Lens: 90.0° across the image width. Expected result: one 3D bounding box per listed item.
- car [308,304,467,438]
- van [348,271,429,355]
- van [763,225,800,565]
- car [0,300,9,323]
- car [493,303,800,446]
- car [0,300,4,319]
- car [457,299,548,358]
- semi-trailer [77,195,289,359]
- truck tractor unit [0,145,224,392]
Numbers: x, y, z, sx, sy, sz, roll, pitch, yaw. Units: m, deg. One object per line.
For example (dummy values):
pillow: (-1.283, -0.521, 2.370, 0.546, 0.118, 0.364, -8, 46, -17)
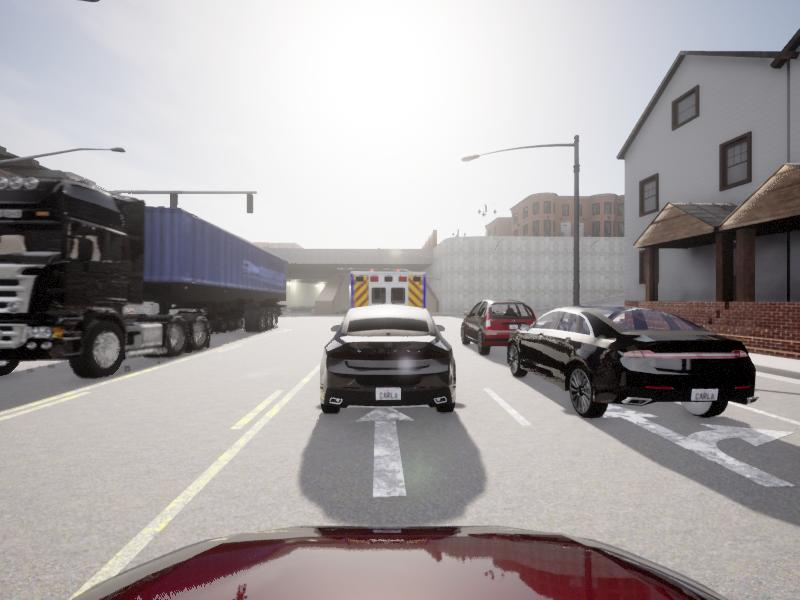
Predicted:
car: (-0.209, 0.844, 7.073, 1.837, 1.490, 4.892, 0, 0, -2)
van: (-0.436, 0.378, 14.773, 2.351, 2.431, 6.366, 0, 0, -2)
van: (3.492, 0.572, 0.423, 2.069, 2.038, 4.480, 0, 0, -2)
car: (-28.966, 0.796, 26.003, 2.038, 1.542, 4.974, 0, 0, 42)
car: (3.293, 0.836, 6.852, 2.128, 1.511, 4.902, 0, 0, -2)
car: (-29.000, 0.638, 25.964, 1.853, 1.218, 4.536, 0, 0, 42)
car: (3.116, 0.788, 13.044, 1.851, 1.617, 3.988, 0, 0, -2)
semi-trailer: (-7.797, -0.618, 17.928, 2.717, 4.402, 14.254, 0, 0, -4)
truck tractor unit: (-7.301, -0.523, 10.030, 3.053, 4.208, 6.516, 0, 0, -2)
